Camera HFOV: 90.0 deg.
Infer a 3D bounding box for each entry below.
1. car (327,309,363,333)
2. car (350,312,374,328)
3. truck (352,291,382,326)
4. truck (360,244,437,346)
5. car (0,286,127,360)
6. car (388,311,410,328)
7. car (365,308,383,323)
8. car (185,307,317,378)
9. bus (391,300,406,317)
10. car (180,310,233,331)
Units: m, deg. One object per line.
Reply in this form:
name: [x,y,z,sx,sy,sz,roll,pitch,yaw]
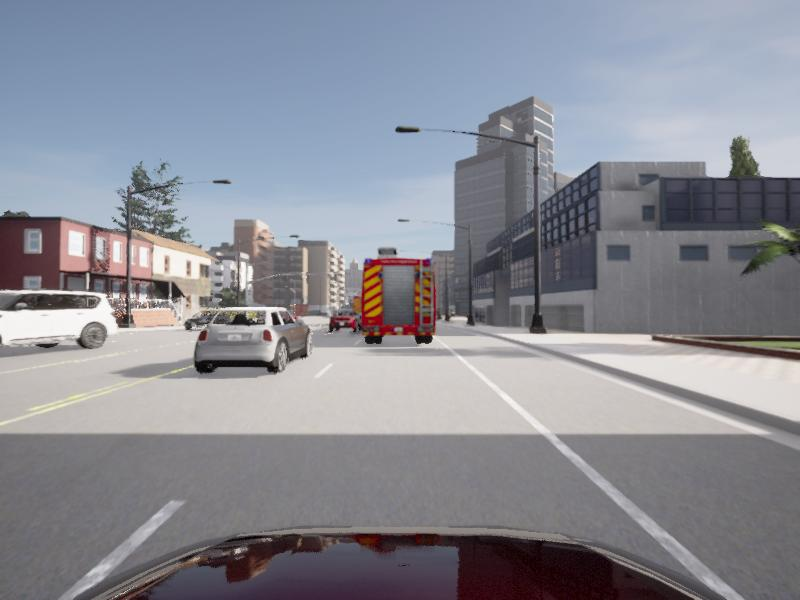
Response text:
car: [-3.547,1.360,26.498,1.816,1.474,4.193,0,-2,0]
car: [-3.606,1.908,38.347,1.812,1.442,4.674,0,-3,0]
truck: [-3.692,1.057,47.086,2.891,3.827,8.468,0,-2,0]
truck: [-0.041,-0.061,19.219,2.891,3.827,8.468,0,-2,0]
car: [-11.905,0.676,12.579,2.150,2.045,5.566,0,-1,11]
car: [-0.082,1.892,39.064,2.038,1.542,4.974,0,-3,0]
car: [-3.690,2.237,57.413,2.150,2.045,5.566,0,-1,0]
car: [-3.528,0.921,10.312,1.970,1.475,3.806,0,-1,0]
bus: [-0.330,2.360,108.776,3.944,4.253,10.273,0,-2,0]
car: [-14.038,1.480,29.308,1.816,1.474,4.193,0,-3,0]
